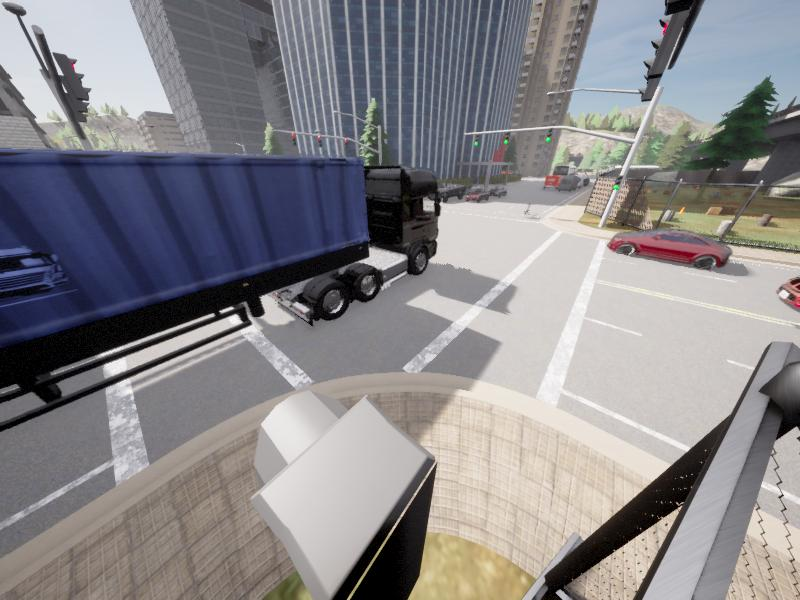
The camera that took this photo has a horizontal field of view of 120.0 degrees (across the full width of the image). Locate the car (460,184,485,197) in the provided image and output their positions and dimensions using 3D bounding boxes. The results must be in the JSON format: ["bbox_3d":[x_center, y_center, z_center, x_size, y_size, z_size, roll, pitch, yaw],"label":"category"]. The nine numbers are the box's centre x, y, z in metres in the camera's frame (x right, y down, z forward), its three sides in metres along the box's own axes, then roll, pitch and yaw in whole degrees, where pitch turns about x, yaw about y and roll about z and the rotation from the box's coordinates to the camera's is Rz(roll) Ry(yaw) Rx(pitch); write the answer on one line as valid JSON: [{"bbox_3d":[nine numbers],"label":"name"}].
[{"bbox_3d":[11.378,-17.082,36.037,1.812,1.442,4.674,23,37,34],"label":"car"}]

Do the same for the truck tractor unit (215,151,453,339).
[{"bbox_3d":[-1.321,-2.523,8.106,3.053,4.208,6.516,22,37,34],"label":"truck tractor unit"}]

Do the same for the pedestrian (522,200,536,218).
[{"bbox_3d":[11.535,-8.158,20.677,0.751,1.300,0.751,17,34,27],"label":"pedestrian"}]

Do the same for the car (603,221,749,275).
[{"bbox_3d":[13.150,-2.774,11.440,4.181,1.385,1.994,26,39,38],"label":"car"}]

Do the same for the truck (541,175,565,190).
[{"bbox_3d":[30.920,-23.734,46.528,2.627,2.467,5.204,23,37,34],"label":"truck"}]

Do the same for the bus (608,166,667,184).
[{"bbox_3d":[65.618,-34.978,64.330,10.273,4.253,3.944,23,37,34],"label":"bus"}]

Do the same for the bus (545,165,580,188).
[{"bbox_3d":[36.990,-28.217,52.516,3.944,4.253,10.273,23,37,34],"label":"bus"}]

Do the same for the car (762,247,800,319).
[{"bbox_3d":[14.514,0.105,6.156,4.611,1.667,2.242,23,37,33],"label":"car"}]

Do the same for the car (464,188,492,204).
[{"bbox_3d":[10.164,-13.647,30.058,1.816,1.474,4.193,23,37,34],"label":"car"}]

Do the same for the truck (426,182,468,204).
[{"bbox_3d":[6.327,-14.354,30.659,2.390,2.098,6.274,23,37,34],"label":"truck"}]

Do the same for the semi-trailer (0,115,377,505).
[{"bbox_3d":[-6.394,0.404,2.782,2.717,4.402,14.254,23,37,34],"label":"semi-trailer"}]

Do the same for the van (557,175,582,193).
[{"bbox_3d":[30.940,-21.257,42.174,1.988,2.561,5.915,25,38,37],"label":"van"}]

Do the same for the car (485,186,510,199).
[{"bbox_3d":[14.654,-16.286,34.735,1.994,1.385,4.181,22,37,33],"label":"car"}]

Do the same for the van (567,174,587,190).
[{"bbox_3d":[36.526,-24.377,47.580,1.988,2.561,5.915,23,37,34],"label":"van"}]

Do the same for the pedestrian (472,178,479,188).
[{"bbox_3d":[15.104,-23.429,46.262,0.751,1.860,0.751,-20,35,-31],"label":"pedestrian"}]
